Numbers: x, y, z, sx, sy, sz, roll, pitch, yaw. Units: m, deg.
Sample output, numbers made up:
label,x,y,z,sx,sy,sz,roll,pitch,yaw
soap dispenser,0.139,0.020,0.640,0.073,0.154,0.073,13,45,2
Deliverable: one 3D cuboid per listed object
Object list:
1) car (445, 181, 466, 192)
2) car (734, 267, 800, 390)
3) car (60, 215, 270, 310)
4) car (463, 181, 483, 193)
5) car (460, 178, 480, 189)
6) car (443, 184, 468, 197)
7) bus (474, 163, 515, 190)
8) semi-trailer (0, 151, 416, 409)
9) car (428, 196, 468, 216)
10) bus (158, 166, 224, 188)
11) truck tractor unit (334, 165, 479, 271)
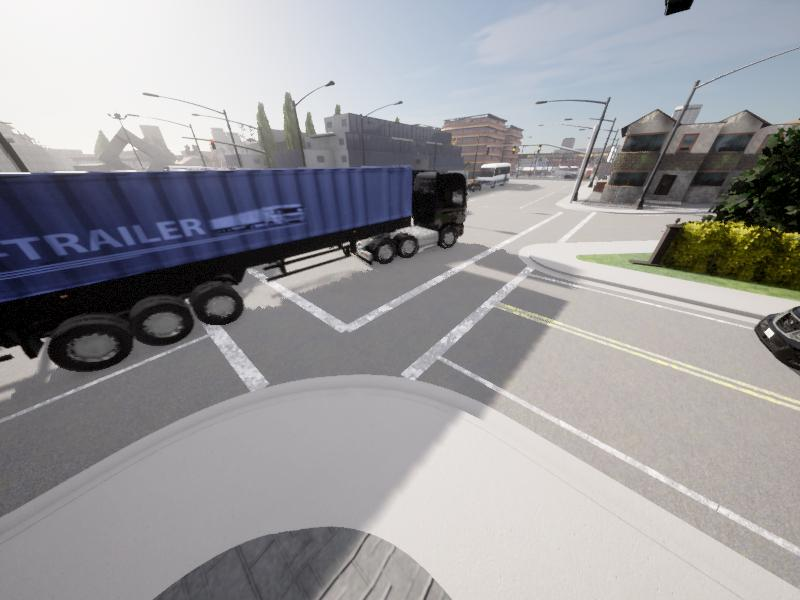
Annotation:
label,x,y,z,sx,sy,sz,roll,pitch,yaw
car,10.656,-21.736,44.166,1.994,1.385,4.181,24,39,35
car,11.035,1.388,3.860,5.566,2.045,2.150,23,37,34
car,-9.118,-2.020,9.848,2.150,2.045,5.566,19,35,28
car,13.383,-20.697,42.256,1.816,1.474,4.193,23,38,34
car,14.715,-24.380,48.283,1.882,1.535,5.008,23,39,34
car,9.175,-18.068,37.952,1.812,1.442,4.674,23,38,34
bus,19.637,-25.762,47.774,3.944,4.253,10.273,23,39,34
semi-trailer,-5.259,-2.117,7.621,2.717,4.402,14.254,26,39,37
car,5.102,-10.023,24.348,1.895,1.301,4.718,23,37,34
bus,-49.738,-29.822,55.700,3.944,4.253,10.273,13,32,19
truck tractor unit,0.501,-4.756,12.332,6.516,4.208,3.053,-20,35,-30
